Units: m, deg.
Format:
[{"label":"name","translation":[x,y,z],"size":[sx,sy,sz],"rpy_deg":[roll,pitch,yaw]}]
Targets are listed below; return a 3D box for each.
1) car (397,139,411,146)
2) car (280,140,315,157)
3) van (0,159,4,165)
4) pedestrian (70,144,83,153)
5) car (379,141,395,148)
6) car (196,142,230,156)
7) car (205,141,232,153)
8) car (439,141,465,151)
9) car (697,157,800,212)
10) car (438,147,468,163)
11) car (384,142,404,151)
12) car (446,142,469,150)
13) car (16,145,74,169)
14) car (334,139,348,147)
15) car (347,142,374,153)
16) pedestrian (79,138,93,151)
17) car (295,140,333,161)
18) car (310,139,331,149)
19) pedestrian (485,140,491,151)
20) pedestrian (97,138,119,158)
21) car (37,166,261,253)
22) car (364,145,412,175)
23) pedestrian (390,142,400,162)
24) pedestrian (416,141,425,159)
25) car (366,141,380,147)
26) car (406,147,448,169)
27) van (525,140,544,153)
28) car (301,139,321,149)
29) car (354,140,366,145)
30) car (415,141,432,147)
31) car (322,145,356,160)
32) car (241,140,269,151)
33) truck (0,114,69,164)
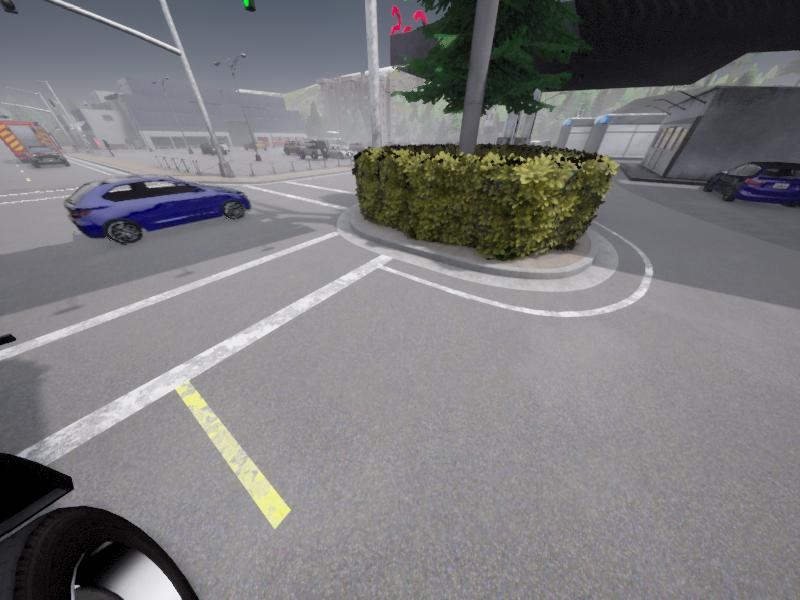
[{"label":"car","translation":[1.369,-53.647,78.789],"size":[4.605,1.855,1.932],"rpy_deg":[22,40,27]},{"label":"car","translation":[-14.743,-21.830,33.138],"size":[4.605,1.855,1.932],"rpy_deg":[22,41,28]},{"label":"van","translation":[-39.885,-13.892,21.588],"size":[4.480,2.038,2.069],"rpy_deg":[22,41,28]},{"label":"pedestrian","translation":[-47.070,-22.026,33.625],"size":[0.500,1.100,0.500],"rpy_deg":[1,35,0]},{"label":"car","translation":[-3.462,-41.204,61.219],"size":[3.806,1.475,1.970],"rpy_deg":[22,41,28]},{"label":"car","translation":[-26.925,-21.720,33.246],"size":[4.514,1.523,2.007],"rpy_deg":[22,41,28]},{"label":"car","translation":[-30.617,-25.836,38.950],"size":[3.806,1.475,1.970],"rpy_deg":[22,41,28]},{"label":"car","translation":[11.771,-34.986,52.404],"size":[5.027,1.636,2.152],"rpy_deg":[22,41,28]},{"label":"car","translation":[17.423,-5.821,11.299],"size":[2.242,1.667,4.611],"rpy_deg":[22,41,28]},{"label":"car","translation":[6.480,-17.609,28.010],"size":[1.970,1.475,3.806],"rpy_deg":[22,41,28]},{"label":"car","translation":[-1.296,-31.965,48.006],"size":[3.633,1.501,1.845],"rpy_deg":[22,41,28]},{"label":"car","translation":[13.521,-36.472,54.542],"size":[4.514,1.523,2.007],"rpy_deg":[22,41,28]},{"label":"car","translation":[-31.420,-12.710,20.411],"size":[4.974,1.542,2.038],"rpy_deg":[22,41,28]},{"label":"car","translation":[-18.773,-50.133,73.638],"size":[1.905,1.878,3.866],"rpy_deg":[22,41,28]},{"label":"car","translation":[-7.041,-27.293,41.296],"size":[4.514,1.523,2.007],"rpy_deg":[22,41,28]},{"label":"pedestrian","translation":[-56.911,-28.166,41.883],"size":[0.751,1.860,0.751],"rpy_deg":[28,44,33]},{"label":"car","translation":[-10.164,-17.689,27.256],"size":[3.866,1.878,1.905],"rpy_deg":[22,41,28]},{"label":"car","translation":[-18.580,-36.602,54.082],"size":[4.605,1.855,1.932],"rpy_deg":[22,41,28]},{"label":"pedestrian","translation":[18.051,-31.638,47.367],"size":[0.751,1.860,0.751],"rpy_deg":[23,41,29]},{"label":"pedestrian","translation":[-34.352,-17.905,27.224],"size":[0.751,1.860,0.751],"rpy_deg":[23,41,29]},{"label":"car","translation":[-7.121,-3.078,7.177],"size":[1.816,1.474,4.193],"rpy_deg":[23,41,27]},{"label":"car","translation":[-0.882,-11.790,19.339],"size":[1.905,1.878,3.866],"rpy_deg":[22,41,28]},{"label":"pedestrian","translation":[-0.534,-16.352,25.537],"size":[0.751,1.860,0.751],"rpy_deg":[22,40,27]},{"label":"pedestrian","translation":[2.592,-18.967,29.270],"size":[0.751,1.860,0.751],"rpy_deg":[22,41,28]},{"label":"car","translation":[-7.849,-45.077,66.669],"size":[3.633,1.501,1.845],"rpy_deg":[22,41,28]},{"label":"car","translation":[2.837,-14.707,23.733],"size":[2.033,1.649,4.856],"rpy_deg":[22,41,28]},{"label":"van","translation":[27.733,-31.623,47.566],"size":[2.069,2.038,4.480],"rpy_deg":[22,41,28]},{"label":"car","translation":[-19.902,-35.114,51.925],"size":[3.866,1.878,1.905],"rpy_deg":[22,41,28]},{"label":"car","translation":[-14.539,-56.988,83.735],"size":[1.816,1.474,4.193],"rpy_deg":[22,41,28]},{"label":"car","translation":[7.701,-50.976,75.387],"size":[4.792,1.488,2.163],"rpy_deg":[22,40,27]},{"label":"car","translation":[-7.764,-18.819,29.370],"size":[3.806,1.475,1.970],"rpy_deg":[22,41,28]},{"label":"car","translation":[-27.214,-29.029,43.369],"size":[5.027,1.636,2.152],"rpy_deg":[22,41,28]},{"label":"truck","translation":[-38.715,-16.620,23.920],"size":[8.468,3.827,2.891],"rpy_deg":[22,41,28]}]
